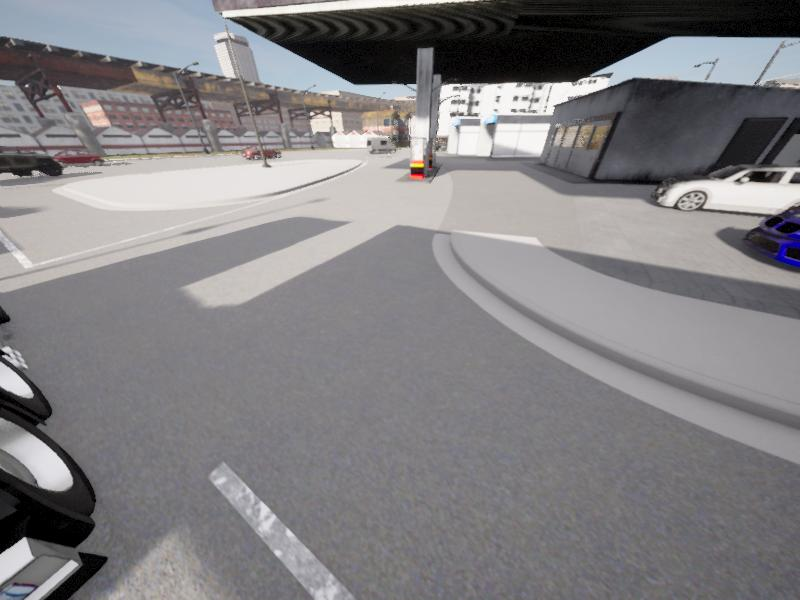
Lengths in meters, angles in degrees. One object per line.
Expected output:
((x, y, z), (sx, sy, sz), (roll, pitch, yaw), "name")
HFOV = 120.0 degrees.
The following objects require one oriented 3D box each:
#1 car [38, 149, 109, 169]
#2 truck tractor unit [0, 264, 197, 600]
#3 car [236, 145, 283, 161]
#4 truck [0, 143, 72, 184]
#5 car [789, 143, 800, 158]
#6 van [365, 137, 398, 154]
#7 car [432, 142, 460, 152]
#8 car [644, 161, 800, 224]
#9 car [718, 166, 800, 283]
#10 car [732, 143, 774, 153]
((-33.466, -14.581, 23.804), (1.789, 1.549, 3.705), (18, 39, 25), "car")
((-5.117, -0.292, 0.791), (6.516, 4.208, 3.053), (18, 39, 24), "truck tractor unit")
((-19.369, -20.563, 32.226), (2.152, 1.651, 5.027), (18, 39, 25), "car")
((-27.129, -9.002, 15.272), (2.390, 2.098, 6.274), (-6, 35, -5), "truck")
((53.672, -18.934, 28.984), (2.150, 2.045, 5.566), (15, 38, 20), "car")
((-3.362, -29.151, 43.634), (5.915, 2.561, 1.988), (-23, 41, -30), "van")
((9.607, -31.761, 48.081), (5.238, 1.638, 1.930), (-5, 35, -8), "car")
((11.758, -3.914, 8.147), (3.806, 1.475, 1.970), (18, 39, 25), "car")
((9.546, -0.976, 3.665), (4.611, 1.667, 2.242), (18, 39, 25), "car")
((66.603, -28.800, 43.643), (1.970, 1.475, 3.806), (-13, 37, -18), "car")
